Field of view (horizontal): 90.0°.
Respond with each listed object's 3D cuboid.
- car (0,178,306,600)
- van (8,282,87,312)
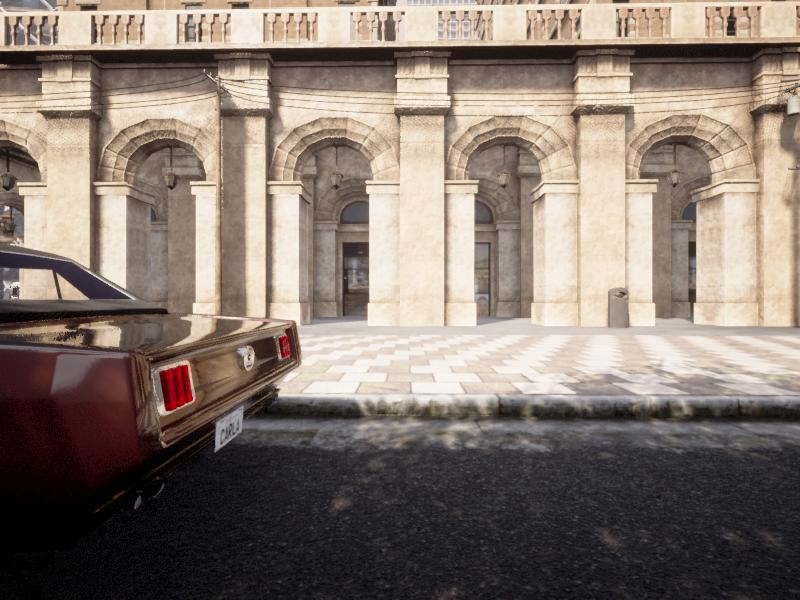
[{"bbox_3d":[-3.058,0.338,2.008,4.718,1.301,1.895,0,0,1],"label":"car"},{"bbox_3d":[-32.401,-0.278,37.096,1.988,2.561,5.915,0,0,1],"label":"van"}]
